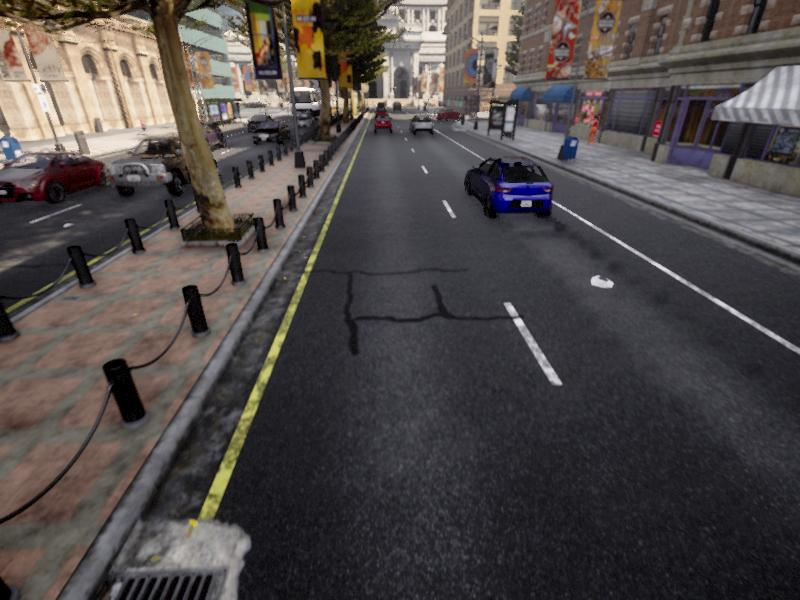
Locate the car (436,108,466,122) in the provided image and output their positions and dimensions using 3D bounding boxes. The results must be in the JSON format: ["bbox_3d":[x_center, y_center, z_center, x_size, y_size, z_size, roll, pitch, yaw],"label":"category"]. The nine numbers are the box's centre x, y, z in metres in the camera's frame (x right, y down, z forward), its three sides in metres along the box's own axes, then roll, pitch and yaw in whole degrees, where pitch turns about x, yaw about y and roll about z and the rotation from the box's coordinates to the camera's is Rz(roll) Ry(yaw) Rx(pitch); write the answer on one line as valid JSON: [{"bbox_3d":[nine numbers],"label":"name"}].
[{"bbox_3d":[6.777,-24.668,53.380,3.705,1.549,1.789,-20,32,-34],"label":"car"}]

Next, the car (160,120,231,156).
[{"bbox_3d":[-12.451,-10.153,24.831,2.033,1.649,4.856,-1,27,-2],"label":"car"}]

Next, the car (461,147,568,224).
[{"bbox_3d":[3.207,-3.637,12.204,1.816,1.474,4.193,-1,27,-2],"label":"car"}]

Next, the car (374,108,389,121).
[{"bbox_3d":[-2.619,-26.686,57.378,2.007,1.525,4.514,-1,27,-2],"label":"car"}]

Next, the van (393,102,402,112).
[{"bbox_3d":[-0.627,-41.455,85.849,1.775,1.987,4.442,-1,27,-2],"label":"van"}]

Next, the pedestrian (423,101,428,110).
[{"bbox_3d":[5.796,-44.444,91.459,0.751,1.860,0.751,-7,28,-13],"label":"pedestrian"}]

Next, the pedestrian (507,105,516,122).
[{"bbox_3d":[13.698,-22.851,49.086,0.751,1.860,0.751,1,27,2],"label":"pedestrian"}]

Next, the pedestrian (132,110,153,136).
[{"bbox_3d":[-20.990,-14.440,32.606,0.751,1.860,0.751,0,27,0],"label":"pedestrian"}]

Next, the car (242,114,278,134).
[{"bbox_3d":[-13.123,-16.729,37.880,1.837,1.490,4.892,-1,27,-2],"label":"car"}]

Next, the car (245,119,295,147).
[{"bbox_3d":[-9.145,-12.024,28.632,2.128,1.511,4.902,-1,27,-2],"label":"car"}]

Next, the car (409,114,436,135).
[{"bbox_3d":[1.957,-16.072,36.548,2.007,1.525,4.514,-1,27,-2],"label":"car"}]

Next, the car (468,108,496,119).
[{"bbox_3d":[11.982,-27.322,58.611,3.633,1.501,1.845,0,27,-1],"label":"car"}]

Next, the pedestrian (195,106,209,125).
[{"bbox_3d":[-21.963,-20.424,44.346,0.751,1.860,0.751,2,27,3],"label":"pedestrian"}]

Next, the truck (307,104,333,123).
[{"bbox_3d":[-10.384,-24.552,52.563,2.390,2.098,6.274,-1,27,-2],"label":"truck"}]

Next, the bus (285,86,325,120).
[{"bbox_3d":[-14.235,-30.194,61.268,3.944,4.253,10.273,-1,27,-3],"label":"bus"}]

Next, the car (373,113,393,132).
[{"bbox_3d":[-1.674,-17.339,39.010,1.789,1.549,3.705,-1,27,-2],"label":"car"}]

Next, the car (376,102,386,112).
[{"bbox_3d":[-4.081,-41.389,85.836,1.905,1.878,3.866,-1,27,-2],"label":"car"}]

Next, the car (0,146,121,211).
[{"bbox_3d":[-11.873,-4.250,13.534,1.994,1.385,4.181,-1,27,-2],"label":"car"}]

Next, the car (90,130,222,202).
[{"bbox_3d":[-8.429,-5.020,14.488,1.932,1.855,4.605,-1,26,-2],"label":"car"}]

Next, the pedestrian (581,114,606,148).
[{"bbox_3d":[11.903,-10.390,24.636,0.751,1.860,0.751,-3,27,-6],"label":"pedestrian"}]

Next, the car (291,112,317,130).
[{"bbox_3d":[-9.776,-18.307,40.941,1.845,1.501,3.633,-1,27,-2],"label":"car"}]

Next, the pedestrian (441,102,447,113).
[{"bbox_3d":[8.244,-35.719,74.338,0.751,1.860,0.751,-9,28,-18],"label":"pedestrian"}]
